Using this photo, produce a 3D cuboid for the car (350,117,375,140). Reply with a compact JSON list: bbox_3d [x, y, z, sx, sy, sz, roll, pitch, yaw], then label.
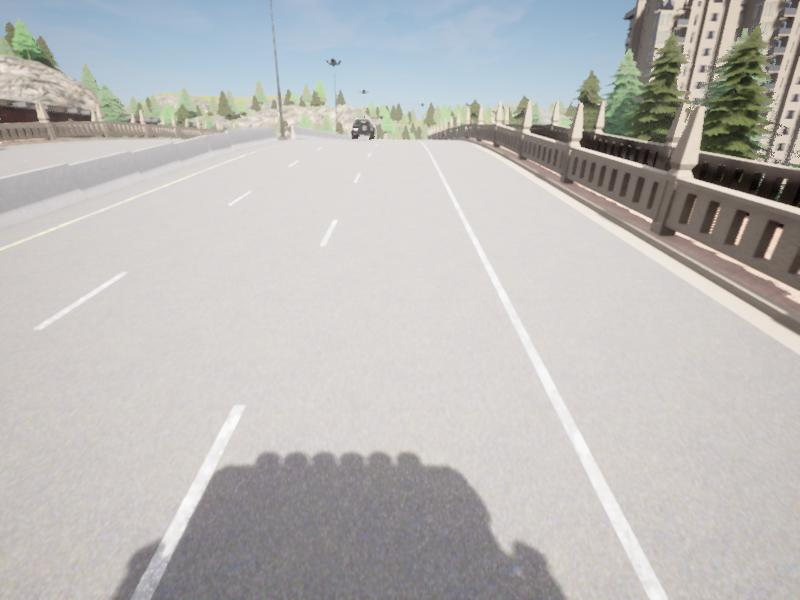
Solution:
[{"bbox_3d":[-3.489,-16.410,38.385,1.932,1.855,4.605,0,23,0],"label":"car"}]
